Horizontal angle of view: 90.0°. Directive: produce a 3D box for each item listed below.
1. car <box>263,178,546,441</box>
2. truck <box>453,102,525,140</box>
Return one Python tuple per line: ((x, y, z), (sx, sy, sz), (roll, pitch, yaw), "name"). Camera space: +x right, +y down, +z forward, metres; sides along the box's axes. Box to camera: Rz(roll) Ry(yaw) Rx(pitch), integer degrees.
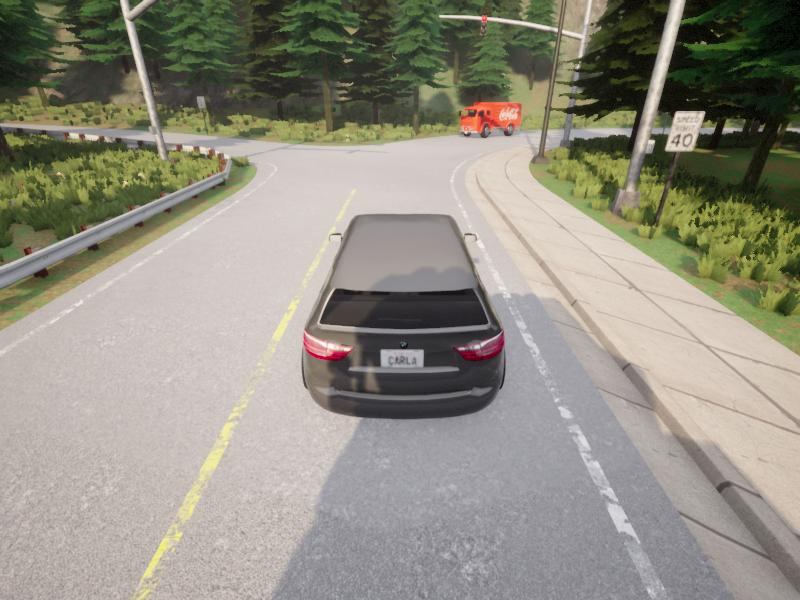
((0.042, -0.418, 5.592), (2.242, 1.667, 4.611), (0, 27, 0), "car")
((7.091, -14.312, 31.737), (5.204, 2.467, 2.627), (-20, 33, -34), "truck")
